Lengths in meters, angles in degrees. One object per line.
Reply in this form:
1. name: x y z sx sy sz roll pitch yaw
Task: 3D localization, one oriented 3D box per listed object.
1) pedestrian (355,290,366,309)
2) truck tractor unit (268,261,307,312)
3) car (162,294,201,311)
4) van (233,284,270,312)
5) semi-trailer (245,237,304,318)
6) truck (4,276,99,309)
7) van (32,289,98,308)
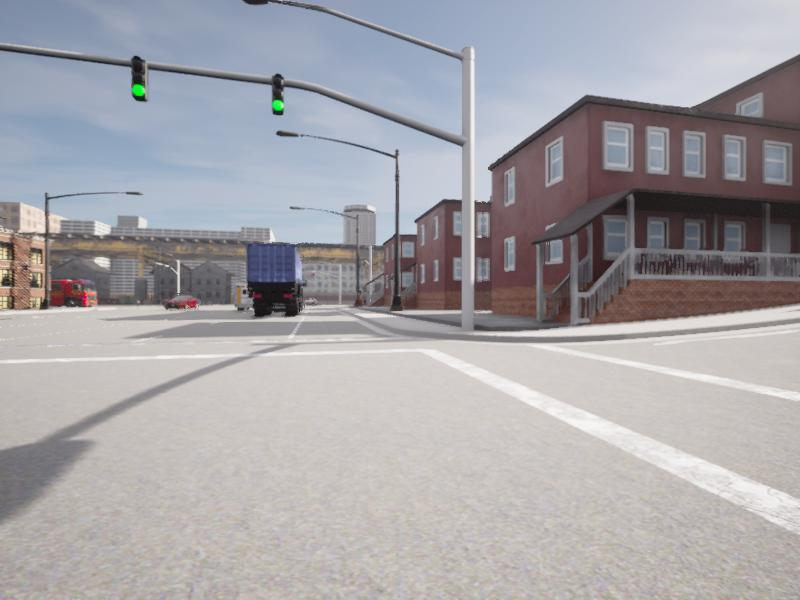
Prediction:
1. pedestrian: -3.896 -0.096 39.696 0.751 1.860 0.751 0 0 41
2. truck tractor unit: -10.129 -1.098 36.626 3.053 4.208 6.516 0 0 -12
3. car: -21.318 0.248 39.218 1.882 1.535 5.008 0 0 -11
4. van: -14.060 -0.200 38.274 2.351 2.431 6.366 0 0 -12
5. semi-trailer: -8.503 -1.203 28.877 2.717 4.402 14.254 0 0 -12
6. truck: -42.840 -0.885 49.453 8.468 3.827 2.891 0 0 -12
7. van: -44.110 -0.184 52.821 6.366 2.431 2.351 0 0 -11
